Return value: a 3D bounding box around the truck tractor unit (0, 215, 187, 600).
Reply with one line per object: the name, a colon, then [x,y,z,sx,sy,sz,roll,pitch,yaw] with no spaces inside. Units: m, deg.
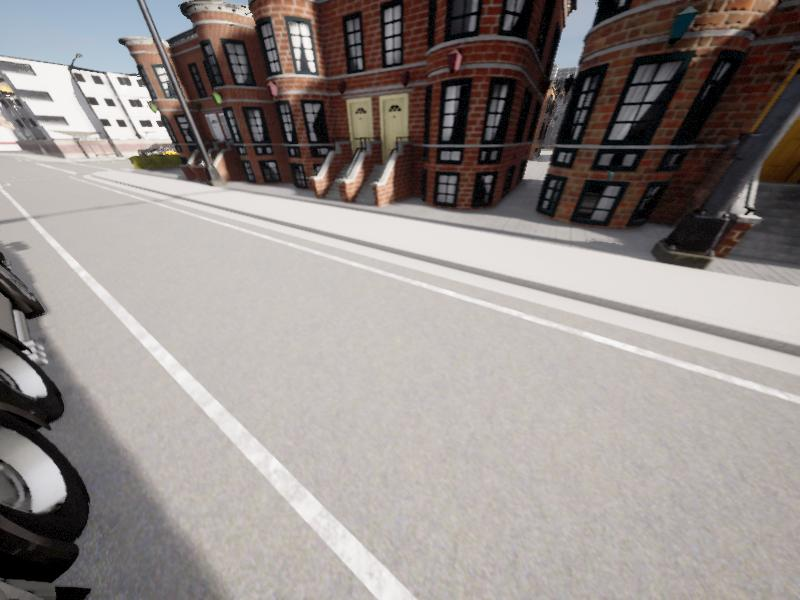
truck tractor unit: [-5.030,-0.372,0.893,6.516,4.208,3.053,22,41,28]
